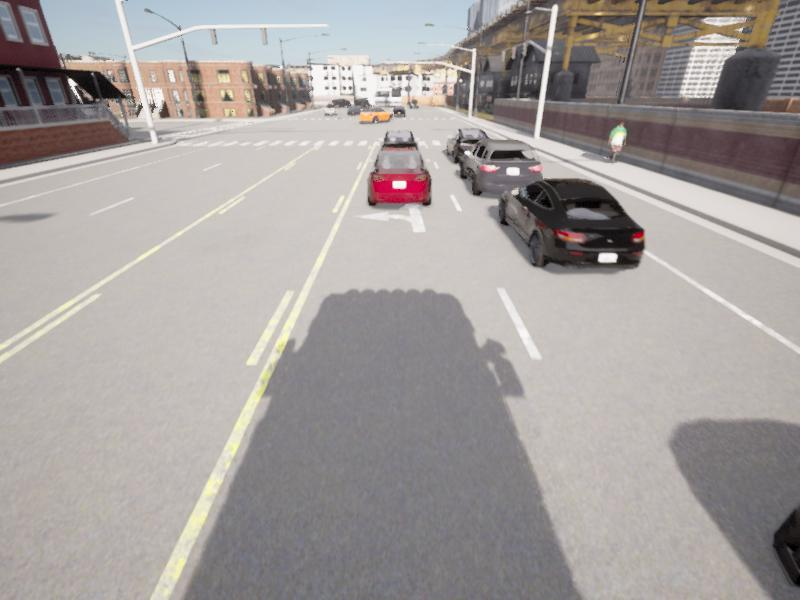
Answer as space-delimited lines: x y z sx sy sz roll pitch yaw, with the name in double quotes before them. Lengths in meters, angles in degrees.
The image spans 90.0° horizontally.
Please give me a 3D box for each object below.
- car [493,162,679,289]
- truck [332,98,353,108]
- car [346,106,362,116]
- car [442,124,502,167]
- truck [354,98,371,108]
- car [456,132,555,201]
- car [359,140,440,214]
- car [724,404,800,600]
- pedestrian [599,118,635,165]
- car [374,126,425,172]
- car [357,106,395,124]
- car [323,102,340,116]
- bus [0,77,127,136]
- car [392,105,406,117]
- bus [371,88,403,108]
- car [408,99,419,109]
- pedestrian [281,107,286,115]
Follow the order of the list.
"car" 3.489 -1.905 8.709 1.812 1.442 4.674 0 27 0
"truck" -14.460 -49.473 100.413 2.390 2.098 6.274 -18 32 -30
"car" -7.141 -29.504 62.391 1.994 1.385 4.181 0 27 0
"car" 3.461 -7.954 20.372 2.128 1.511 4.902 0 27 0
"truck" -9.195 -48.372 98.240 2.390 2.098 6.274 -10 29 -18
"car" 3.478 -4.912 14.295 2.242 1.667 4.611 0 27 0
"car" -0.021 -4.205 13.154 2.163 1.488 4.792 0 27 0
"car" 3.509 2.147 0.928 1.994 1.385 4.181 0 27 0
"pedestrian" 9.596 -7.020 17.752 0.751 1.860 0.751 0 27 0
"car" -0.037 -7.360 19.245 2.128 1.511 4.902 0 27 0
"car" -2.738 -21.483 46.358 2.097 1.767 4.553 16 31 28
"car" -10.644 -29.797 62.456 1.932 1.855 4.605 0 27 0
"bus" -30.152 -16.367 33.938 10.273 4.253 3.944 0 27 0
"car" -0.137 -28.305 59.858 1.882 1.535 5.008 0 27 0
"bus" -3.299 -51.036 101.016 3.944 4.253 10.273 -14 30 -24
"car" 3.130 -45.274 92.401 1.905 1.878 3.866 -3 27 -6
"pedestrian" -18.453 -30.065 63.499 0.500 1.100 0.500 7 28 15
